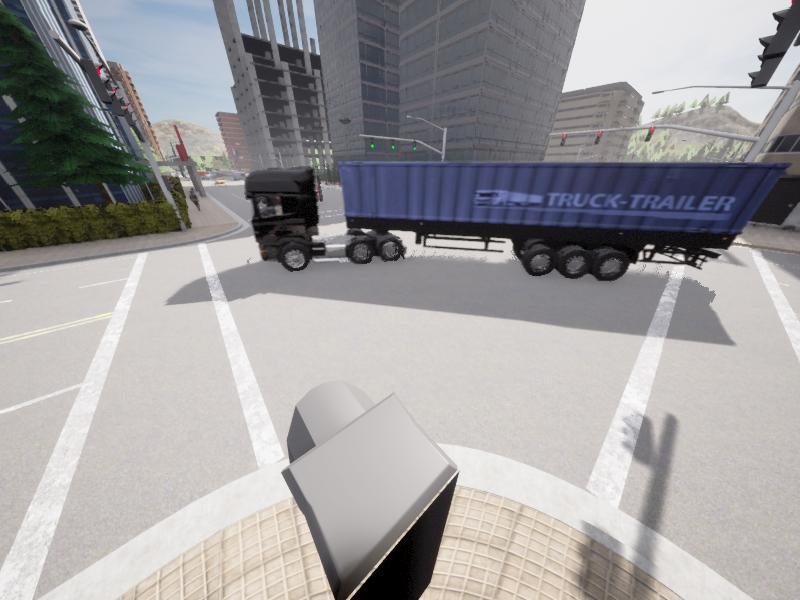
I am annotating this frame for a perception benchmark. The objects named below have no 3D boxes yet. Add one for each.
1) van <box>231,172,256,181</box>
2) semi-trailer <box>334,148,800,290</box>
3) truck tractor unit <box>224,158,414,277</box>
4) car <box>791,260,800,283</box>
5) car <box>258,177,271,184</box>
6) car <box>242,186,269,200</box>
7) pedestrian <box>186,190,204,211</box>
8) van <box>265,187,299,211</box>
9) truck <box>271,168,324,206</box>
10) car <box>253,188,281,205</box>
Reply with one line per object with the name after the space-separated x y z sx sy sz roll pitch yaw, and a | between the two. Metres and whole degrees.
-50.391 -39.951 74.621 5.915 2.561 1.988 -23 37 -34 | van
4.693 -3.676 9.935 14.254 4.402 2.717 6 30 10 | semi-trailer
-3.021 -3.939 10.603 6.516 4.208 3.053 -8 31 -14 | truck tractor unit
18.020 -0.797 8.015 1.994 1.385 4.181 -23 37 -34 | car
-38.033 -33.671 64.788 1.882 1.535 5.008 -23 37 -34 | car
-21.288 -15.726 33.851 2.033 1.411 5.357 -23 37 -34 | car
-20.179 -9.810 22.784 0.751 1.860 0.751 -23 37 -34 | pedestrian
-13.002 -11.136 25.307 1.775 1.987 4.442 -23 37 -34 | van
-13.322 -14.808 29.830 2.891 3.827 8.468 -23 37 -34 | truck
-17.092 -13.309 29.581 1.970 1.475 3.806 -23 37 -34 | car
